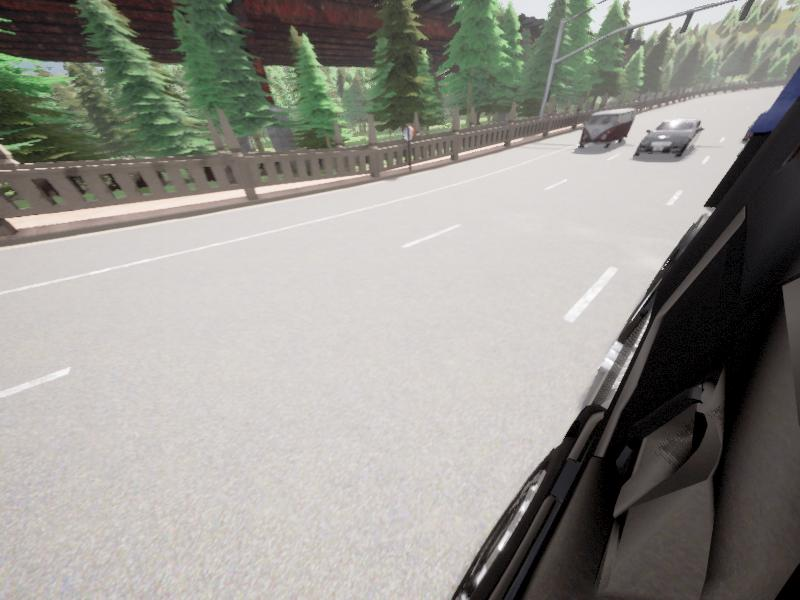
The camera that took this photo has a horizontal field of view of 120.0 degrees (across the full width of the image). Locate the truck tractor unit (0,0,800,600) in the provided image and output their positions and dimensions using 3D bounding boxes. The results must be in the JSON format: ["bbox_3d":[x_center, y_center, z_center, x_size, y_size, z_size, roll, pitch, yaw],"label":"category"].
[{"bbox_3d":[2.645,-0.295,0.351,6.516,4.208,3.053,-28,44,-30],"label":"truck tractor unit"}]

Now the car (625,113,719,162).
[{"bbox_3d":[14.371,-8.650,12.205,4.902,1.511,2.128,-31,44,-28],"label":"car"}]

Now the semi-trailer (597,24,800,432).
[{"bbox_3d":[8.762,-3.614,4.079,14.254,4.402,2.717,-28,43,-28],"label":"semi-trailer"}]

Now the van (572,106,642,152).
[{"bbox_3d":[13.595,-11.242,15.193,4.442,1.987,1.775,-31,44,-28],"label":"van"}]

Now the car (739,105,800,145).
[{"bbox_3d":[20.910,-9.643,12.680,4.181,1.385,1.994,-31,45,-28],"label":"car"}]
